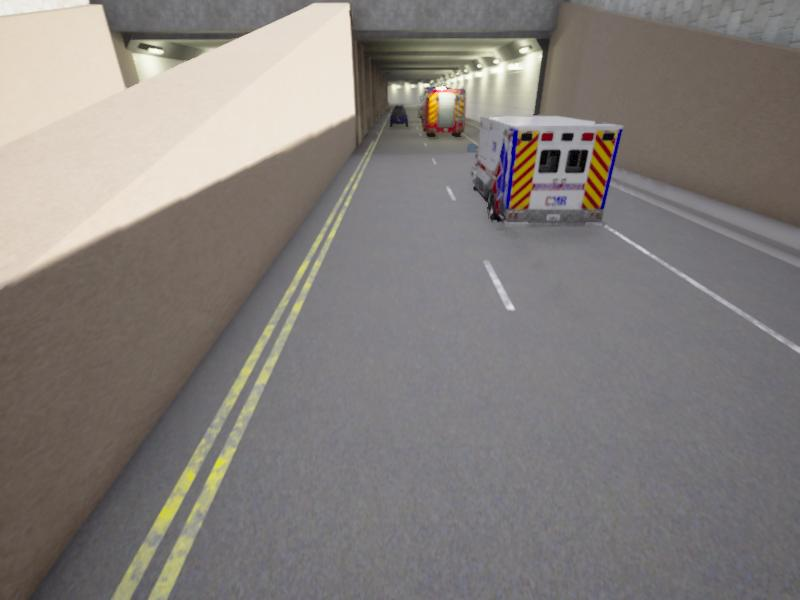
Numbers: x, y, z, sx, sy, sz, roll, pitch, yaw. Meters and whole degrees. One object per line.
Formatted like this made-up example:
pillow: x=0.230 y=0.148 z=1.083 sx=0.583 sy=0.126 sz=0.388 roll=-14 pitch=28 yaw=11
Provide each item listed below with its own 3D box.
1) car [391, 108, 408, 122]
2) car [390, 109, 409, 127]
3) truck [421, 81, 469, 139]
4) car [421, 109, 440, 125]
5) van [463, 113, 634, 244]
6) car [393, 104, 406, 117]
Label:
car: x=-0.094 y=-23.621 z=50.918 sx=2.033 sy=1.411 sz=5.357 roll=0 pitch=27 yaw=0
car: x=-0.082 y=-19.563 z=42.887 sx=1.882 sy=1.535 sz=5.008 roll=0 pitch=27 yaw=0
truck: x=3.436 y=-15.830 z=33.115 sx=2.891 sy=3.827 sz=8.468 roll=0 pitch=27 yaw=0
car: x=3.414 y=-20.899 z=45.550 sx=1.812 sy=1.442 sz=4.674 roll=0 pitch=27 yaw=0
van: x=3.478 y=-3.823 z=11.340 sx=2.351 sy=2.431 sz=6.366 roll=0 pitch=27 yaw=0
car: x=-0.116 y=-29.049 z=61.295 sx=1.882 sy=1.535 sz=5.008 roll=0 pitch=27 yaw=0
